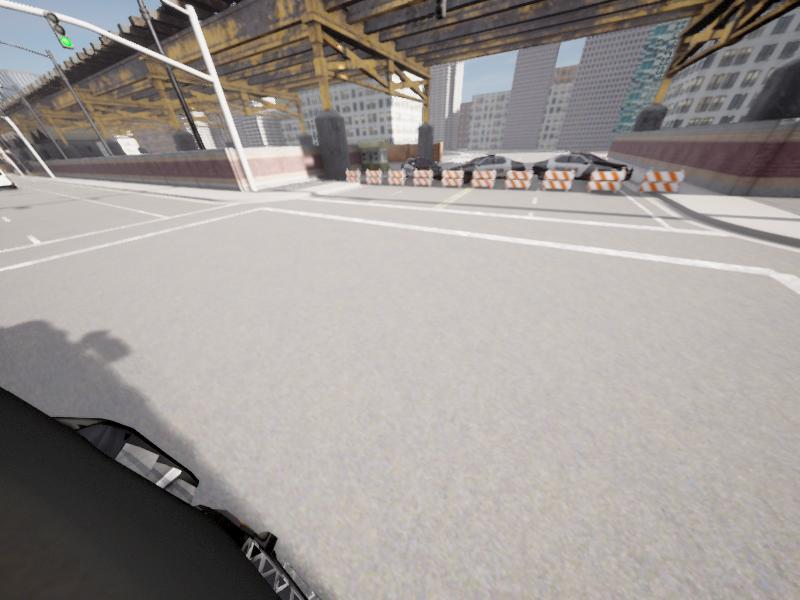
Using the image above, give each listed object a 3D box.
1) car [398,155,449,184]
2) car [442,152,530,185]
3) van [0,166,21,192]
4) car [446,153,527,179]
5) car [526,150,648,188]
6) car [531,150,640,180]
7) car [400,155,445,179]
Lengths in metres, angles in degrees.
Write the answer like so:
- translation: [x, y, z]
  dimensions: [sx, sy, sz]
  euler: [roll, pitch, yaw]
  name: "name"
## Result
- translation: [1.543, -9.945, 17.420]
  dimensions: [2.038, 1.542, 4.974]
  euler: [-11, 34, -13]
  name: "car"
- translation: [5.540, -8.810, 15.426]
  dimensions: [4.974, 1.542, 2.038]
  euler: [-5, 34, -4]
  name: "car"
- translation: [-43.012, -12.918, 24.171]
  dimensions: [5.915, 2.561, 1.988]
  euler: [16, 38, 26]
  name: "van"
- translation: [5.585, -8.946, 15.344]
  dimensions: [4.536, 1.218, 1.853]
  euler: [-5, 34, -4]
  name: "car"
- translation: [10.581, -7.872, 13.658]
  dimensions: [2.038, 1.542, 4.974]
  euler: [-20, 37, -25]
  name: "car"
- translation: [10.548, -8.027, 13.608]
  dimensions: [1.853, 1.218, 4.536]
  euler: [-20, 37, -25]
  name: "car"
- translation: [1.522, -10.103, 17.375]
  dimensions: [1.853, 1.218, 4.536]
  euler: [-11, 34, -13]
  name: "car"
